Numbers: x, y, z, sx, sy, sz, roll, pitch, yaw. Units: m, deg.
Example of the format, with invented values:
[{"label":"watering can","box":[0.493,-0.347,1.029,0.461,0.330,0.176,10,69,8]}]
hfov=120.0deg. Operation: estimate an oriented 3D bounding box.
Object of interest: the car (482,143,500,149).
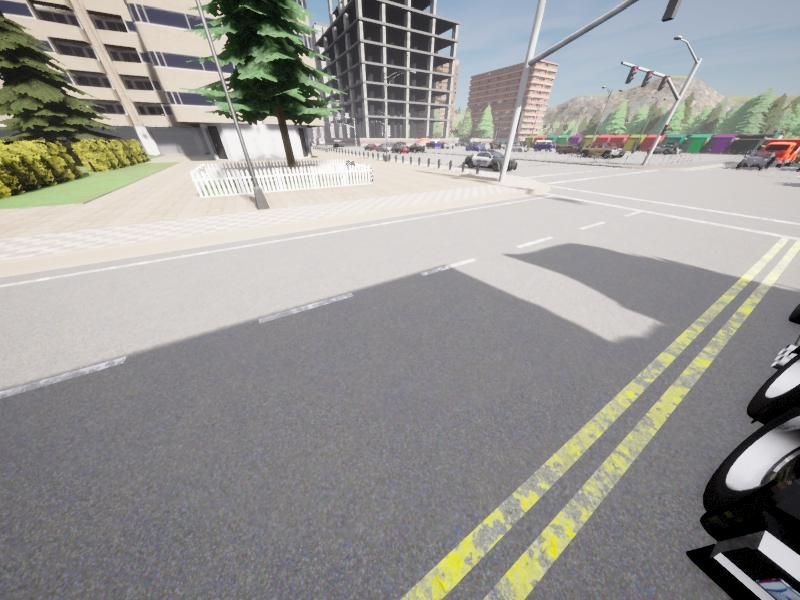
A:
[{"label":"car","box":[24.302,-41.171,61.734,1.784,1.438,3.905,-18,39,-24]}]

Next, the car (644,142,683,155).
[{"label":"car","box":[47.689,-27.501,41.919,1.905,1.878,3.866,-18,39,-24]}]

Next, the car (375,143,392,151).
[{"label":"car","box":[-3.984,-36.604,55.297,2.033,1.411,5.357,-18,39,-24]}]

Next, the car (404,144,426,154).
[{"label":"car","box":[2.913,-29.848,45.523,1.882,1.535,5.008,-18,39,-25]}]

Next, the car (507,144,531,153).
[{"label":"car","box":[24.330,-31.194,47.467,1.970,1.475,3.806,-18,39,-24]}]

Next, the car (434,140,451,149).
[{"label":"car","box":[11.196,-41.330,61.497,1.932,1.855,4.605,-18,39,-24]}]

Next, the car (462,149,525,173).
[{"label":"car","box":[8.219,-12.627,20.845,2.038,1.542,4.974,-18,39,-24]}]

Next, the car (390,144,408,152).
[{"label":"car","box":[-0.343,-33.020,50.135,1.812,1.442,4.674,-18,39,-25]}]

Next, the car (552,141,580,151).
[{"label":"car","box":[38.929,-36.206,54.346,1.932,1.855,4.605,-18,39,-24]}]

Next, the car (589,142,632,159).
[{"label":"car","box":[30.702,-21.945,33.817,1.905,1.878,3.866,-18,39,-24]}]

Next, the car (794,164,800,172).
[{"label":"car","box":[38.890,-12.643,21.015,5.027,1.651,2.152,-18,39,-24]}]

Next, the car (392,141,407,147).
[{"label":"car","box":[-0.160,-52.201,77.292,4.892,1.490,1.837,-18,39,-25]}]

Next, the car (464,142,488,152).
[{"label":"car","box":[16.243,-32.865,49.679,2.242,1.667,4.611,-18,39,-24]}]

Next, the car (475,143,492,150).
[{"label":"car","box":[21.793,-40.329,60.562,1.970,1.475,3.806,-18,39,-24]}]

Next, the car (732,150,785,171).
[{"label":"car","box":[34.646,-13.545,22.359,3.633,1.501,1.845,-18,39,-24]}]

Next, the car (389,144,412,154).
[{"label":"car","box":[-0.022,-28.738,43.957,2.163,1.488,4.792,-18,39,-24]}]

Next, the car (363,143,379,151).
[{"label":"car","box":[-6.723,-35.339,53.416,1.812,1.442,4.674,-18,39,-24]}]

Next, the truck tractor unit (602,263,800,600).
[{"label":"truck tractor unit","box":[5.107,-0.304,0.785,6.516,4.208,3.053,-18,39,-24]}]

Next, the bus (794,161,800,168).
[{"label":"bus","box":[47.602,-16.326,24.067,10.273,4.253,3.944,-17,38,-23]}]

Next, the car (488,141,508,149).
[{"label":"car","box":[26.603,-42.126,62.754,1.932,1.855,4.605,-18,39,-24]}]

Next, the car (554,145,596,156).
[{"label":"car","box":[29.840,-25.722,39.640,2.033,1.415,5.357,-18,39,-24]}]

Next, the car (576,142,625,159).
[{"label":"car","box":[28.166,-21.158,32.663,1.932,1.855,4.605,-18,39,-24]}]

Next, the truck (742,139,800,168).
[{"label":"truck","box":[40.589,-15.797,24.813,5.204,2.467,2.627,-17,39,-23]}]

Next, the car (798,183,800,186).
[{"label":"car","box":[27.537,-7.351,13.619,4.718,1.301,1.895,-3,35,-5]}]

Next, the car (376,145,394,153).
[{"label":"car","box":[-3.219,-31.822,48.524,1.895,1.301,4.718,-18,39,-24]}]

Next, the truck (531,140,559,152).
[{"label":"truck","box":[31.837,-33.937,50.870,2.069,2.038,4.478,-18,39,-24]}]

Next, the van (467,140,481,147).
[{"label":"van","box":[26.876,-56.624,83.607,4.480,2.038,2.069,-18,39,-25]}]
